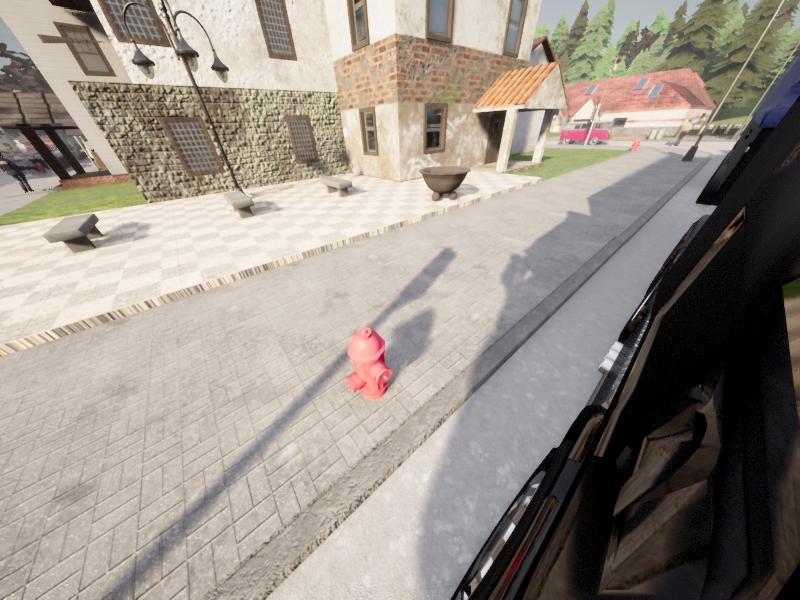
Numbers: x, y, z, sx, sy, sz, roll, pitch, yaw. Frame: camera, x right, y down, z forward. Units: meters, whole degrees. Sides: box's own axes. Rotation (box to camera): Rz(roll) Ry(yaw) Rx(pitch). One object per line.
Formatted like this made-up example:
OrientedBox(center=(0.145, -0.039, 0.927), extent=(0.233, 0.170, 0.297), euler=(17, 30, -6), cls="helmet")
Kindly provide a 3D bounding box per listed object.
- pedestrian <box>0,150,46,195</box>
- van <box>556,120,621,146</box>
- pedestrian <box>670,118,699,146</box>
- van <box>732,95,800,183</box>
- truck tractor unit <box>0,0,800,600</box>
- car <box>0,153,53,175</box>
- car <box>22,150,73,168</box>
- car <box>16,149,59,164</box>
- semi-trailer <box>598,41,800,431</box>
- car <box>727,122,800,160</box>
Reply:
OrientedBox(center=(-19.630, -6.477, 11.749), extent=(0.751, 1.860, 0.751), euler=(-25, 42, -26), cls="pedestrian")
OrientedBox(center=(19.196, -17.157, 23.733), extent=(1.775, 1.987, 4.442), euler=(-28, 43, -30), cls="van")
OrientedBox(center=(23.859, -14.094, 19.413), extent=(0.751, 1.860, 0.751), euler=(-31, 45, -32), cls="pedestrian")
OrientedBox(center=(16.590, -6.752, 9.530), extent=(5.915, 2.561, 1.988), euler=(-26, 43, -28), cls="van")
OrientedBox(center=(2.645, -0.295, 0.351), extent=(6.516, 4.208, 3.053), euler=(-28, 44, -30), cls="truck tractor unit")
OrientedBox(center=(-37.291, -13.589, 22.980), extent=(1.994, 1.385, 4.181), euler=(-28, 44, -30), cls="car")
OrientedBox(center=(-42.316, -17.087, 27.949), extent=(2.033, 1.411, 5.357), euler=(-28, 43, -30), cls="car")
OrientedBox(center=(-54.178, -21.625, 34.680), extent=(2.163, 1.488, 4.792), euler=(-28, 43, -29), cls="car")
OrientedBox(center=(8.682, -3.615, 4.244), extent=(14.254, 4.402, 2.717), euler=(-28, 44, -30), cls="semi-trailer")
OrientedBox(center=(21.443, -9.328, 13.486), extent=(1.789, 1.549, 3.705), euler=(25, 45, 32), cls="car")
